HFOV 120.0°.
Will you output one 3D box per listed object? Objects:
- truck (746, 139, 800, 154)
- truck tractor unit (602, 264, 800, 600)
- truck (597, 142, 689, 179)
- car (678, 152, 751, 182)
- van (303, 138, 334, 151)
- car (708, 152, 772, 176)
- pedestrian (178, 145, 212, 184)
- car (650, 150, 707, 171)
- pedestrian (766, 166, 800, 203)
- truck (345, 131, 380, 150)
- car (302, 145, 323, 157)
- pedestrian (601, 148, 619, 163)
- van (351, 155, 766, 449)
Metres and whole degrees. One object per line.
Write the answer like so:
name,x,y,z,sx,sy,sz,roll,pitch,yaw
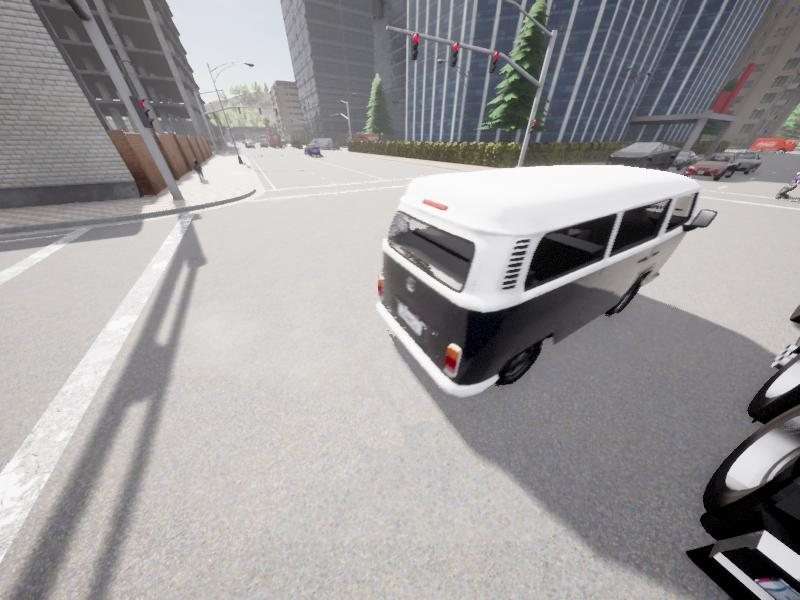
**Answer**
truck,73.666,-30.311,45.530,2.627,2.467,5.204,-18,39,-24
truck tractor unit,5.106,-0.306,0.780,6.516,4.208,3.053,-18,39,-24
truck,18.538,-10.797,17.651,6.274,2.098,2.390,-18,39,-24
car,21.841,-9.312,16.080,4.193,1.474,1.816,-18,39,-24
van,-19.488,-37.664,55.810,2.351,2.431,6.366,27,43,33
car,27.903,-11.264,18.986,4.181,1.385,1.994,-19,39,-25
pedestrian,-11.658,-7.762,13.211,0.751,1.860,0.751,-21,40,-28
car,25.350,-12.764,21.060,4.674,1.442,1.812,-18,39,-24
pedestrian,17.195,-5.021,10.031,0.751,1.300,0.751,30,44,35
truck,-9.738,-41.847,60.610,8.468,3.827,2.891,-19,39,-25
car,-13.840,-23.618,36.506,2.007,1.525,4.514,-17,38,-23
pedestrian,22.808,-15.725,25.110,0.751,1.300,0.751,-18,39,-24
van,1.953,-0.650,3.168,4.480,2.038,2.069,-19,39,-24
